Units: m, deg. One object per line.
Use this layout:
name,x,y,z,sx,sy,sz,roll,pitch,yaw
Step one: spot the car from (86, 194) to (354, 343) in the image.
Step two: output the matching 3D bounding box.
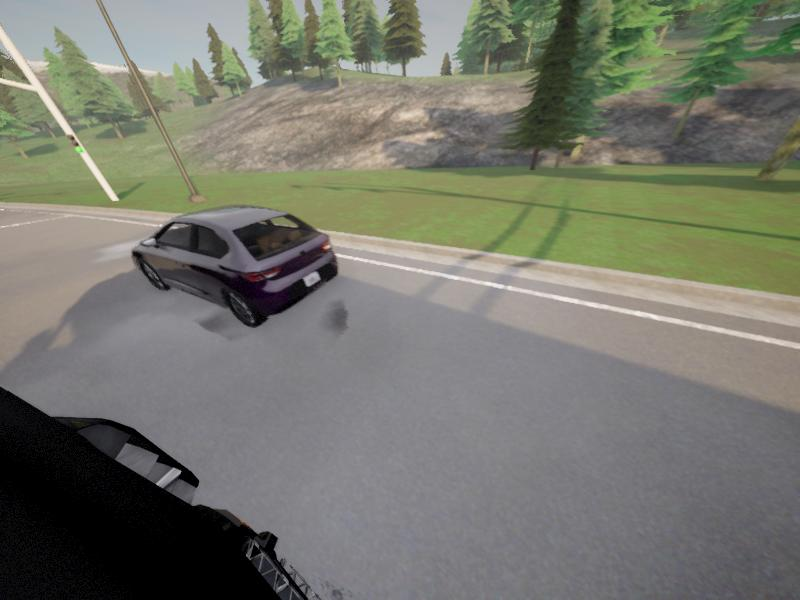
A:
car,-3.204,-0.942,4.288,4.193,1.474,1.816,14,37,23
